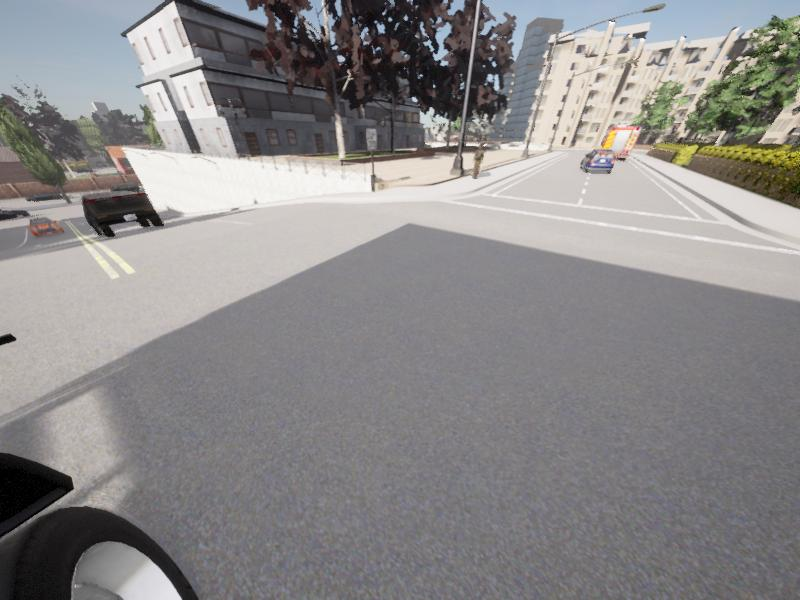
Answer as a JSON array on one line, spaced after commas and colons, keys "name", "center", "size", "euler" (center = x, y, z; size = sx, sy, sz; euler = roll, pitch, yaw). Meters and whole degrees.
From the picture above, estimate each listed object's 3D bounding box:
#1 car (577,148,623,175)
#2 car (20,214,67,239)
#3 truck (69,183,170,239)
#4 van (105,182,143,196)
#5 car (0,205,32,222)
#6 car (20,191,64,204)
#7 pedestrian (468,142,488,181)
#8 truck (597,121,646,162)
[{"name": "car", "center": [16.027, -11.306, 18.725], "size": [1.789, 1.549, 3.705], "euler": [15, 38, 20]}, {"name": "car", "center": [-39.888, -8.292, 25.891], "size": [4.553, 1.767, 2.097], "euler": [18, 39, 31]}, {"name": "truck", "center": [-15.756, -4.879, 12.911], "size": [6.274, 2.098, 2.390], "euler": [12, 35, 35]}, {"name": "van", "center": [-58.550, -23.649, 49.077], "size": [1.775, 1.987, 4.442], "euler": [22, 41, 28]}, {"name": "car", "center": [-58.029, -12.271, 33.389], "size": [1.882, 1.535, 5.008], "euler": [22, 41, 28]}, {"name": "car", "center": [-67.556, -19.494, 43.674], "size": [1.994, 1.385, 4.181], "euler": [22, 41, 28]}, {"name": "pedestrian", "center": [4.514, -8.035, 13.428], "size": [0.751, 1.860, 0.751], "euler": [11, 37, 15]}, {"name": "truck", "center": [28.289, -20.520, 29.927], "size": [2.891, 3.827, 8.468], "euler": [23, 41, 28]}]
